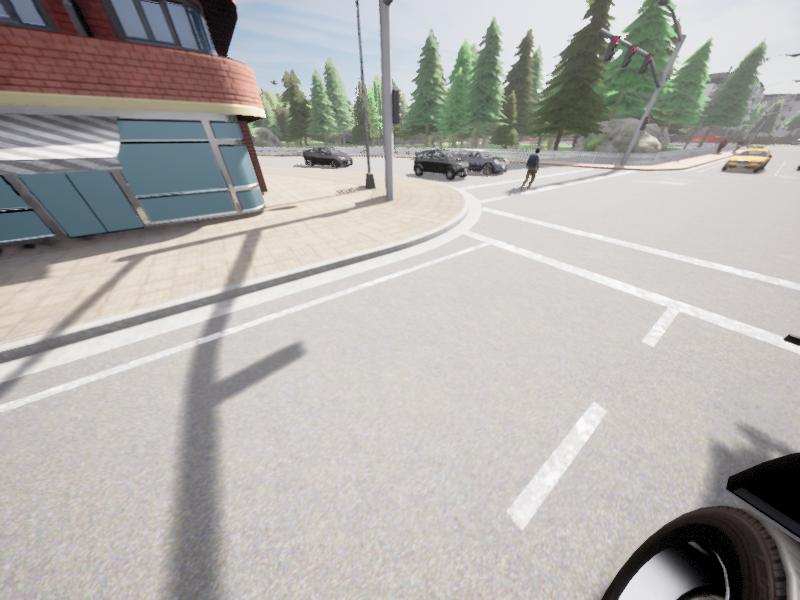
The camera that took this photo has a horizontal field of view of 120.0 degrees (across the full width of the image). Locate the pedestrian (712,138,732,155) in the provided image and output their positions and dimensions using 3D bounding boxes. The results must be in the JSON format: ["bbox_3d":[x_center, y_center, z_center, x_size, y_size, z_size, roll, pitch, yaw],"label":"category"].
[{"bbox_3d":[44.402,-21.197,31.865,0.751,1.860,0.751,-23,41,-28],"label":"pedestrian"}]

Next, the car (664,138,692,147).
[{"bbox_3d":[70.614,-40.002,58.726,1.905,1.878,3.866,-21,40,-27],"label":"car"}]

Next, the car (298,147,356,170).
[{"bbox_3d":[-6.440,-12.652,20.510,4.514,1.525,2.007,15,38,20],"label":"car"}]

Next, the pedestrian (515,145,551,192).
[{"bbox_3d":[6.306,-6.269,11.045,0.751,1.860,0.751,-21,40,-27],"label":"pedestrian"}]

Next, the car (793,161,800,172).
[{"bbox_3d":[33.254,-10.943,17.995,4.792,1.488,2.163,-22,41,-28],"label":"car"}]

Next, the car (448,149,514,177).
[{"bbox_3d":[5.724,-9.970,16.676,3.806,1.475,1.970,29,44,35],"label":"car"}]

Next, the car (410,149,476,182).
[{"bbox_3d":[2.685,-8.917,15.129,3.705,1.549,1.789,28,44,34],"label":"car"}]

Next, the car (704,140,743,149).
[{"bbox_3d":[74.877,-36.139,53.587,2.128,1.511,4.902,-21,40,-27],"label":"car"}]

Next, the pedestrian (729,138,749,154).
[{"bbox_3d":[49.114,-22.341,33.462,0.751,1.860,0.751,-20,40,-25],"label":"pedestrian"}]

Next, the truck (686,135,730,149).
[{"bbox_3d":[70.747,-36.487,53.211,2.627,2.467,5.204,-21,40,-27],"label":"truck"}]

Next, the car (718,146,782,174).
[{"bbox_3d":[27.489,-11.072,18.125,5.366,1.575,1.801,-21,40,-27],"label":"car"}]
